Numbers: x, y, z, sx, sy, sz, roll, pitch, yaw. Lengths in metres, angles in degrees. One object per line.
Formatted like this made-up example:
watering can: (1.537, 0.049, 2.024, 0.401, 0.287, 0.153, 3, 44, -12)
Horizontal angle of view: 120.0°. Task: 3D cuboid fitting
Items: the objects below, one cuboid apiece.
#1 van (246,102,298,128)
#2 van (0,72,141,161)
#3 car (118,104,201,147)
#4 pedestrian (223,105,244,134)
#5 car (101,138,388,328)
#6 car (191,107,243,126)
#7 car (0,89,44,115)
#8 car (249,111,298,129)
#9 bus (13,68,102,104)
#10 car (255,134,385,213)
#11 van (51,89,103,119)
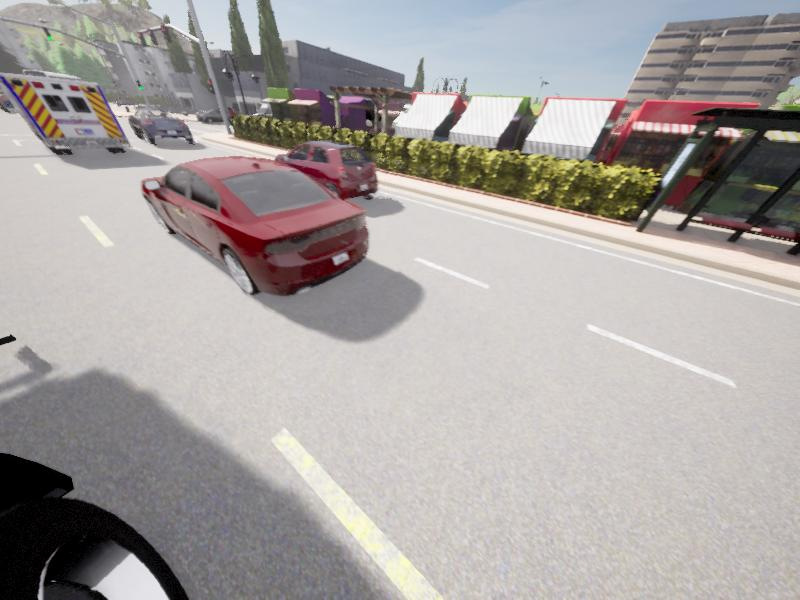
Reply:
van: (-18.363, -26.828, 33.588, 1.988, 2.561, 5.915, 28, 43, 26)
van: (-14.813, -8.112, 10.191, 6.366, 2.431, 2.351, 27, 43, 25)
car: (-14.710, -10.652, 14.104, 5.027, 1.651, 2.152, 30, 44, 28)
pedestrian: (-14.260, -15.440, 19.791, 0.751, 1.860, 0.751, 32, 45, 30)
car: (-2.799, -1.702, 4.146, 5.008, 1.535, 1.882, 27, 43, 25)
car: (-22.843, -23.037, 29.040, 2.007, 1.525, 4.514, 28, 43, 26)
car: (-37.652, -19.394, 22.558, 5.027, 1.651, 2.152, 26, 42, 24)
car: (-16.770, -24.077, 31.042, 1.801, 1.575, 5.366, 28, 43, 27)
bus: (-64.414, -40.464, 44.173, 3.944, 4.253, 10.273, -9, 40, -17)
car: (-2.497, -4.207, 7.388, 3.633, 1.501, 1.845, 27, 43, 25)
van: (-32.204, -19.510, 23.053, 4.442, 1.987, 1.775, 26, 43, 25)
